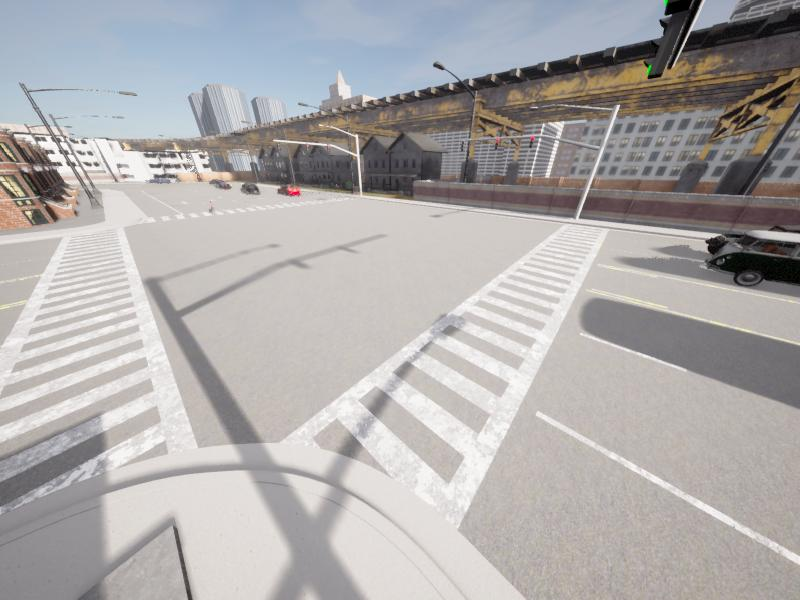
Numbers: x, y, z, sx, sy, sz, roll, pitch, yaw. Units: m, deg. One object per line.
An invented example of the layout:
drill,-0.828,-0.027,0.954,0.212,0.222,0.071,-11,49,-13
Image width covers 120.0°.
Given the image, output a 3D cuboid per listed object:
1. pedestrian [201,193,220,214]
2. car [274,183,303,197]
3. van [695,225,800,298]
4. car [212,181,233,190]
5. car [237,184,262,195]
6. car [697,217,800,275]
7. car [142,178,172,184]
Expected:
pedestrian,-18.912,-9.624,23.063,0.751,1.860,0.751,21,36,31
car,-18.562,-18.389,38.483,4.611,1.667,2.242,24,38,35
van,15.097,-1.334,8.626,4.442,1.987,1.775,24,38,35
car,-37.852,-24.450,49.256,5.357,1.411,2.033,24,38,35
car,-26.344,-19.413,40.434,4.892,1.490,1.837,24,38,35
car,17.553,-2.545,10.819,3.866,1.878,1.905,24,38,35
car,-66.215,-32.402,63.030,5.357,1.411,2.033,-1,30,-2
